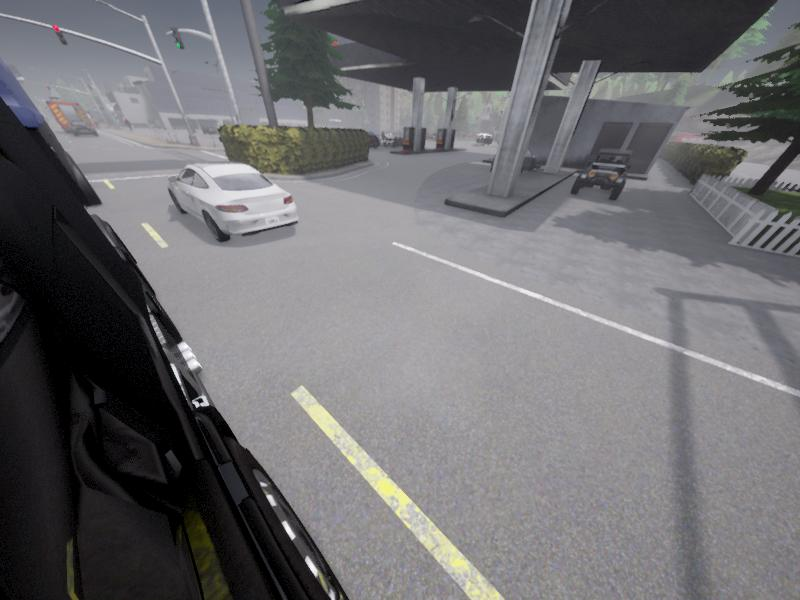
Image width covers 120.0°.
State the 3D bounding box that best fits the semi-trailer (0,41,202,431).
[{"bbox_3d":[-8.717,-3.582,4.225,14.254,4.402,2.717,28,44,30],"label":"semi-trailer"}]

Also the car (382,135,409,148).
[{"bbox_3d":[-0.618,-23.331,33.998,1.970,1.475,3.806,28,44,30],"label":"car"}]

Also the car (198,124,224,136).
[{"bbox_3d":[-33.326,-30.040,40.739,4.514,1.523,2.007,27,43,30],"label":"car"}]

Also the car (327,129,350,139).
[{"bbox_3d":[-12.706,-34.299,47.662,4.514,1.523,2.007,27,43,30],"label":"car"}]

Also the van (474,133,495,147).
[{"bbox_3d":[17.205,-32.499,46.876,2.069,2.038,4.480,28,44,30],"label":"van"}]

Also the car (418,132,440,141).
[{"bbox_3d":[7.156,-40.821,57.634,5.027,1.636,2.152,27,43,30],"label":"car"}]

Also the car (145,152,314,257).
[{"bbox_3d":[-4.554,-2.827,6.102,4.674,1.442,1.812,28,43,29],"label":"car"}]

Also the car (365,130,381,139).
[{"bbox_3d":[-6.302,-38.682,53.958,3.633,1.501,1.845,27,43,30],"label":"car"}]

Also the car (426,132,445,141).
[{"bbox_3d":[9.116,-42.222,59.644,4.514,1.523,2.007,27,43,30],"label":"car"}]

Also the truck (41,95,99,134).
[{"bbox_3d":[-45.913,-25.621,32.136,8.468,3.827,2.891,28,43,30],"label":"truck"}]

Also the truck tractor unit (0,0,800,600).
[{"bbox_3d":[-2.645,-0.295,0.351,6.516,4.208,3.053,28,44,30],"label":"truck tractor unit"}]

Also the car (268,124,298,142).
[{"bbox_3d":[-17.229,-24.634,34.051,3.866,1.878,1.905,27,43,30],"label":"car"}]

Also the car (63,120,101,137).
[{"bbox_3d":[-39.110,-21.098,28.382,4.974,1.542,2.038,28,43,30],"label":"car"}]

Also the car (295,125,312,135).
[{"bbox_3d":[-24.406,-43.299,58.691,3.866,1.878,1.905,27,43,30],"label":"car"}]

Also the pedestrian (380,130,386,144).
[{"bbox_3d":[-2.703,-26.138,37.027,0.751,1.860,0.751,28,44,30],"label":"pedestrian"}]

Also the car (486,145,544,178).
[{"bbox_3d":[8.574,-10.378,17.095,2.242,1.667,4.611,27,43,30],"label":"car"}]

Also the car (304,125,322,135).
[{"bbox_3d":[-22.872,-44.734,60.741,4.605,1.855,1.932,27,43,30],"label":"car"}]

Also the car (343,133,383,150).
[{"bbox_3d":[-4.675,-20.611,29.982,2.033,1.649,4.856,28,43,30],"label":"car"}]

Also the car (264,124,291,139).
[{"bbox_3d":[-21.189,-29.239,40.036,4.605,1.855,1.932,27,43,30],"label":"car"}]

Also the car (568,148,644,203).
[{"bbox_3d":[10.171,-6.315,11.453,1.905,1.878,3.866,27,43,30],"label":"car"}]
